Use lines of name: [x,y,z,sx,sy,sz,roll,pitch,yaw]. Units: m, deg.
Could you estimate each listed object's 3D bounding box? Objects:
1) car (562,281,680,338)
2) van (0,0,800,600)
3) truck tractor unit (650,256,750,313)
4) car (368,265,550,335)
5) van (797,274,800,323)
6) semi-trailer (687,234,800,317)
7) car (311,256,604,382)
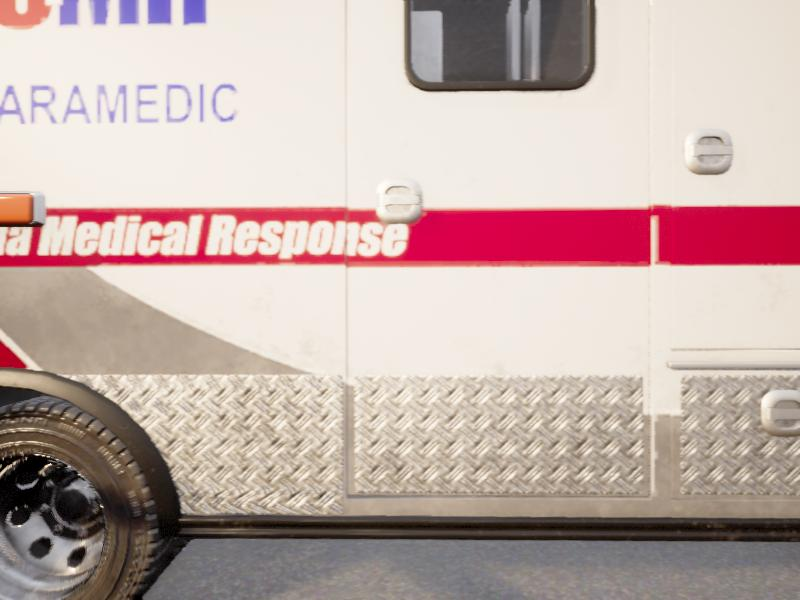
car: [6.982,0.247,12.507,3.806,1.475,1.970,0,0,-40]
van: [0.356,-0.222,2.143,6.366,2.431,2.351,0,0,1]
truck tractor unit: [24.252,-1.143,32.857,3.053,4.208,6.516,0,0,-3]
car: [1.804,-0.032,13.240,5.566,2.045,2.150,0,1,-9]
van: [16.474,-0.042,14.170,2.069,2.038,4.480,1,1,26]
semi-trailer: [23.281,-1.251,25.038,2.717,4.402,14.254,1,0,10]
car: [0.680,0.224,5.809,3.633,1.501,1.845,0,0,-5]
